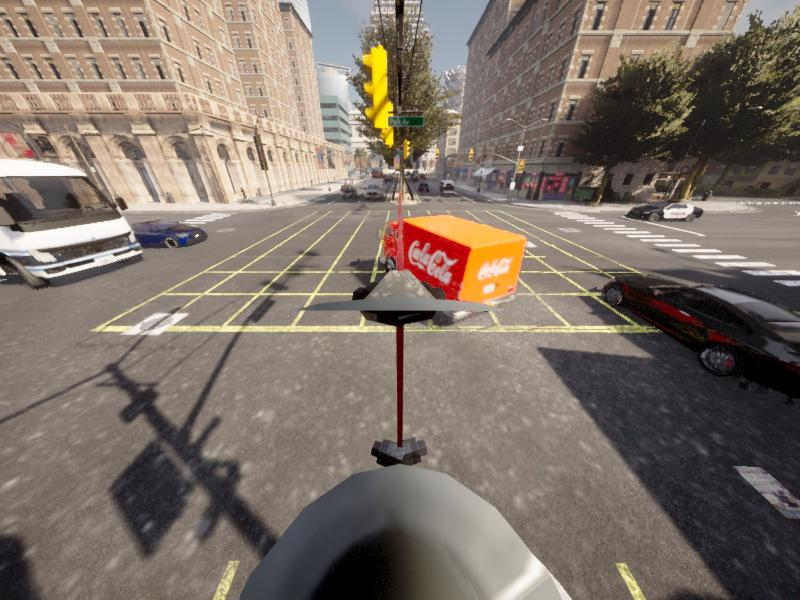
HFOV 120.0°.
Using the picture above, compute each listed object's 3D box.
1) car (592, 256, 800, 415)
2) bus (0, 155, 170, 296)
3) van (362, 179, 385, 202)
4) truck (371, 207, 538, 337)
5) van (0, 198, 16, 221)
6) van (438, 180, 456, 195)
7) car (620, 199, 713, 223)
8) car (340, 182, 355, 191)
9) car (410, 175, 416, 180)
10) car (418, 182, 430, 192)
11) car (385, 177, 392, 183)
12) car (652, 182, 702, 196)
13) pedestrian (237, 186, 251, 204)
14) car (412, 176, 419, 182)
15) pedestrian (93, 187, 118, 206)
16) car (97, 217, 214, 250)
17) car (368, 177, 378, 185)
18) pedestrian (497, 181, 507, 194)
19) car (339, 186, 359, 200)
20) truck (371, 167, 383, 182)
[{"bbox_3d":[7.818,0.353,5.950,1.812,1.442,4.674,0,30,0],"label":"car"},{"bbox_3d":[-16.886,-3.238,9.372,10.273,4.253,3.944,3,29,6],"label":"bus"},{"bbox_3d":[-3.537,-15.592,32.585,2.351,2.431,6.366,0,30,1],"label":"van"},{"bbox_3d":[1.248,-1.528,8.193,2.627,2.467,5.204,-15,33,-25],"label":"truck"},{"bbox_3d":[-37.239,-7.898,19.146,5.915,2.561,1.988,0,30,0],"label":"van"},{"bbox_3d":[7.936,-19.163,39.156,2.069,2.038,4.480,0,30,0],"label":"van"},{"bbox_3d":[22.247,-7.555,19.500,4.974,1.542,2.038,0,30,0],"label":"car"},{"bbox_3d":[-10.295,-22.354,45.417,1.895,1.301,4.718,0,30,0],"label":"car"},{"bbox_3d":[4.557,-43.952,82.738,2.033,1.411,5.357,0,30,0],"label":"car"},{"bbox_3d":[4.447,-21.338,43.489,1.816,1.474,4.193,0,30,0],"label":"car"},{"bbox_3d":[-3.470,-35.856,68.813,1.895,1.301,4.718,0,30,0],"label":"car"},{"bbox_3d":[46.027,-18.593,38.569,1.930,1.638,5.238,0,30,0],"label":"car"},{"bbox_3d":[-18.210,-12.222,26.962,0.751,1.860,0.751,-13,32,-21],"label":"pedestrian"},{"bbox_3d":[4.526,-36.057,68.921,1.882,1.535,5.008,0,29,0],"label":"car"},{"bbox_3d":[-32.554,-11.395,25.529,0.751,1.860,0.751,-4,30,-7],"label":"pedestrian"},{"bbox_3d":[-13.878,-3.909,13.405,4.181,1.385,1.994,0,30,-1],"label":"car"},{"bbox_3d":[-7.002,-30.996,60.181,2.128,1.511,4.902,0,30,0],"label":"car"},{"bbox_3d":[16.477,-18.246,37.394,0.751,1.860,0.751,-4,30,-8],"label":"pedestrian"},{"bbox_3d":[-7.125,-15.235,32.862,1.845,1.501,3.633,1,30,2],"label":"car"},{"bbox_3d":[-6.964,-39.211,72.097,2.891,3.827,8.468,0,30,0],"label":"truck"}]
